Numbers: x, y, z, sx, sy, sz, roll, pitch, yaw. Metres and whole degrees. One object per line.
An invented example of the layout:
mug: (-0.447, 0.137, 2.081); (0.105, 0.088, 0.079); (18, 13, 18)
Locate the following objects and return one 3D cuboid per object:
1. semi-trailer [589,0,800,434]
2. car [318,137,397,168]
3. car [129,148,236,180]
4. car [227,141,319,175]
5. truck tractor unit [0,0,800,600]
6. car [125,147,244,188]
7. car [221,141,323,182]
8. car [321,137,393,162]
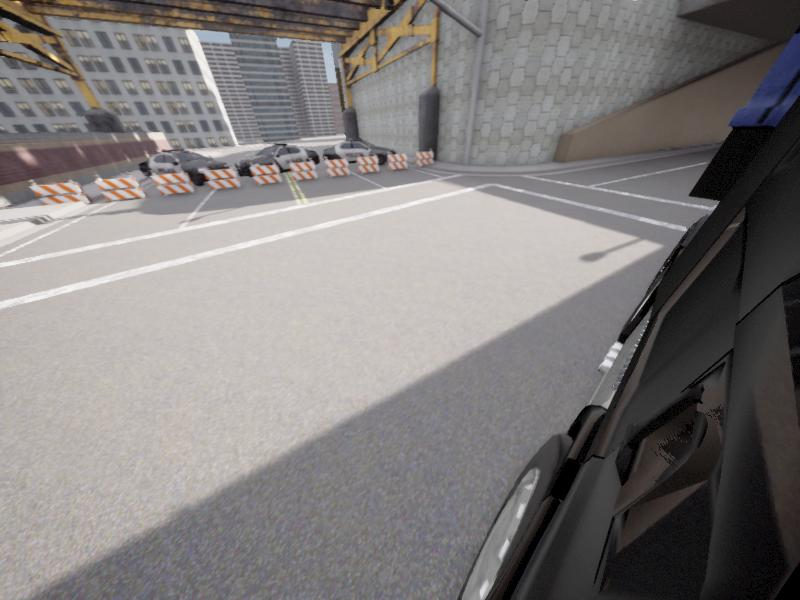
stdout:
semi-trailer: (9.285, -3.111, 3.565); (14.254, 4.402, 2.717); (-21, 41, -23)
car: (-2.817, -10.415, 16.258); (4.974, 1.542, 2.038); (1, 37, 4)
car: (-11.582, -7.365, 12.420); (4.536, 1.218, 1.853); (10, 39, 16)
car: (-7.333, -8.664, 13.915); (1.853, 1.218, 4.536); (17, 41, 24)
truck tractor unit: (2.645, -0.295, 0.351); (6.516, 4.208, 3.053); (-28, 44, -30)
car: (-11.528, -7.231, 12.500); (4.974, 1.542, 2.038); (10, 39, 16)
car: (-7.353, -8.510, 13.973); (2.038, 1.542, 4.974); (17, 41, 24)
car: (-2.874, -10.542, 16.167); (4.536, 1.218, 1.853); (1, 37, 4)
